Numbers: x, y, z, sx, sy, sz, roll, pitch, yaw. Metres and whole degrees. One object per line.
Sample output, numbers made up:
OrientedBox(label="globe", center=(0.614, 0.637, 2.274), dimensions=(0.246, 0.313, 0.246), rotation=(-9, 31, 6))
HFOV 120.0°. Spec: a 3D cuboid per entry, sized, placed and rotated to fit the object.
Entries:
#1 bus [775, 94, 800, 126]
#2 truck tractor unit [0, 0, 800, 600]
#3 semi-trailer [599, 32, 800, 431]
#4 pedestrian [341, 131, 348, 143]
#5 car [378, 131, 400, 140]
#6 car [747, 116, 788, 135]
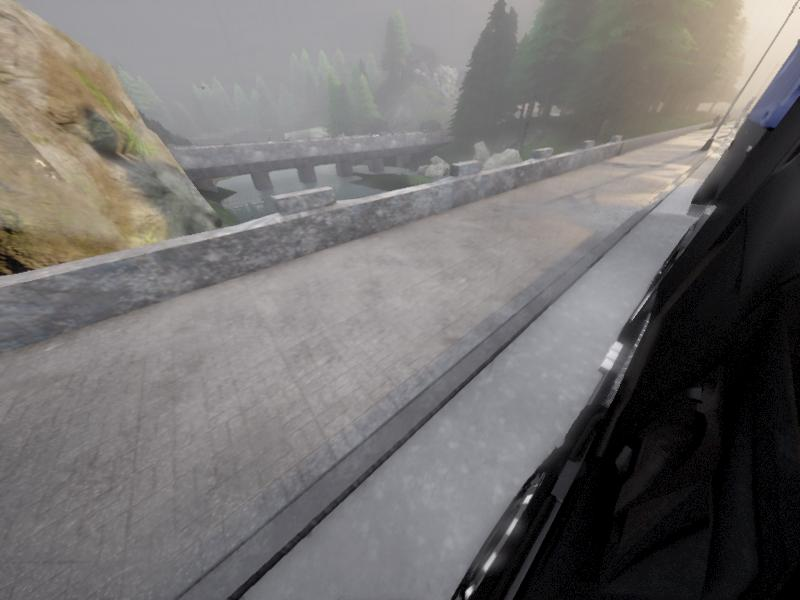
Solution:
OrientedBox(label="bus", center=(71.950, -33.791, 40.921), dimensions=(10.273, 4.253, 3.944), rotation=(-28, 44, -30))
OrientedBox(label="truck tractor unit", center=(2.645, -0.295, 0.352), dimensions=(6.516, 4.208, 3.053), rotation=(-28, 44, -30))
OrientedBox(label="semi-trailer", center=(8.644, -3.635, 4.290), dimensions=(14.254, 4.402, 2.717), rotation=(-29, 44, -30))
OrientedBox(label="pedestrian", center=(-10.322, -30.196, 42.827), dimensions=(0.751, 1.860, 0.751), rotation=(-28, 44, -30))
OrientedBox(label="car", center=(-2.486, -38.185, 53.515), dimensions=(5.008, 1.535, 1.882), rotation=(-28, 44, -29))
OrientedBox(label="car", center=(42.382, -20.184, 26.728), dimensions=(3.988, 1.617, 1.851), rotation=(-28, 44, -30))
